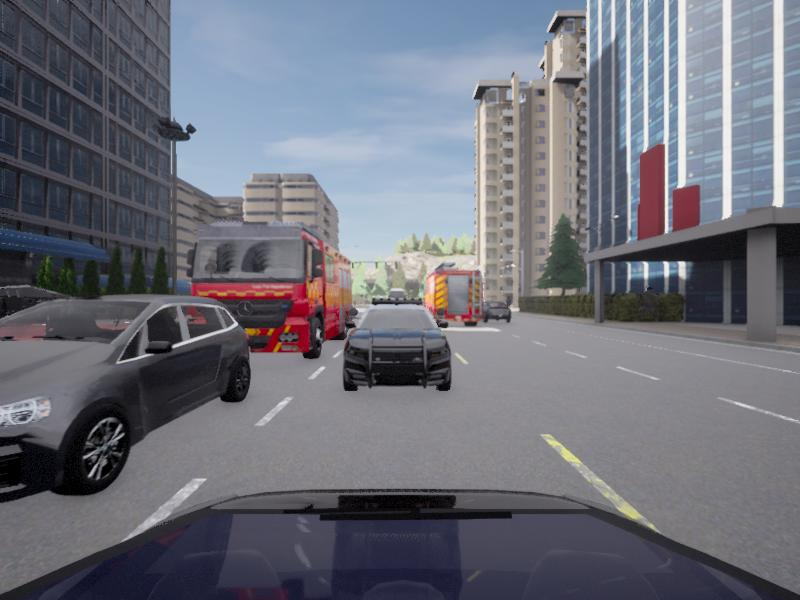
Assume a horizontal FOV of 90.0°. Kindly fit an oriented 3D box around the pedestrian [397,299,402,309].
[{"bbox_3d":[-0.053,0.700,73.747,0.751,1.860,0.751,0,0,-18],"label":"pedestrian"}]

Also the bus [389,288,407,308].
[{"bbox_3d":[-0.516,-0.461,91.856,3.944,4.253,10.273,0,0,0],"label":"bus"}]

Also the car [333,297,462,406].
[{"bbox_3d":[-0.064,0.779,8.615,1.930,1.638,5.238,0,0,-1],"label":"car"}]

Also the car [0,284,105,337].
[{"bbox_3d":[-16.743,0.417,17.027,2.390,2.098,6.274,0,0,30],"label":"car"}]

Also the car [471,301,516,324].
[{"bbox_3d":[6.792,0.862,29.515,2.128,1.511,4.902,0,0,0],"label":"car"}]

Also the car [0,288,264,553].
[{"bbox_3d":[-3.535,0.761,4.826,2.242,1.667,4.611,0,0,0],"label":"car"}]

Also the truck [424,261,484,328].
[{"bbox_3d":[3.313,-0.297,27.001,2.891,3.827,8.468,0,0,0],"label":"truck"}]

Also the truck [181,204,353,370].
[{"bbox_3d":[-3.550,-0.312,13.418,2.891,3.827,8.468,0,0,1],"label":"truck"}]
